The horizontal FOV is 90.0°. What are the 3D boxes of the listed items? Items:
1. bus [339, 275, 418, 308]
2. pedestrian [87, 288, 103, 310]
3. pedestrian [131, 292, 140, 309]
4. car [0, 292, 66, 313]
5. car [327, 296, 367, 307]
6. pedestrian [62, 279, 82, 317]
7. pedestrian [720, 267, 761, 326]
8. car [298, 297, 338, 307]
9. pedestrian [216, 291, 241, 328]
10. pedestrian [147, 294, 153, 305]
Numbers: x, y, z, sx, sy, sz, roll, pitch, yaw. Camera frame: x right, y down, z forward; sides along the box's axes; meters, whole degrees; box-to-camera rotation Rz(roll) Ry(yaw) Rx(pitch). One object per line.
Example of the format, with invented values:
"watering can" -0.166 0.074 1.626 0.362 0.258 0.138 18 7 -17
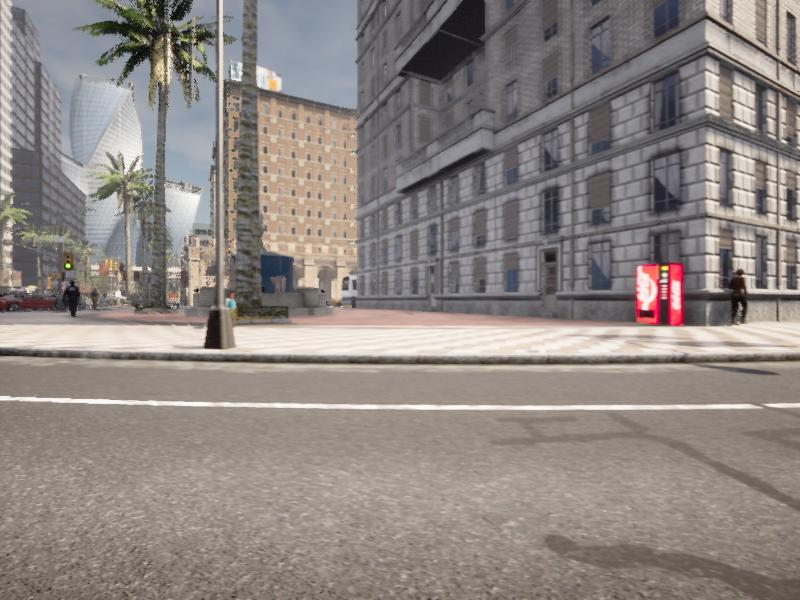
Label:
"bus" -2.956 -1.100 55.759 10.273 4.253 3.944 0 0 -27
"pedestrian" -25.535 -0.088 33.500 0.751 1.860 0.751 0 0 17
"pedestrian" -28.502 0.071 43.096 0.751 1.860 0.751 0 0 -35
"car" -31.211 0.209 33.313 2.152 1.651 5.027 0 0 11
"car" -7.514 0.237 57.219 5.366 1.575 1.801 0 0 -27
"pedestrian" -16.279 -0.098 19.884 0.751 1.860 0.751 0 0 -39
"pedestrian" 11.005 -0.110 12.948 0.751 1.860 0.751 0 0 -21
"car" -12.071 0.333 58.810 5.357 1.411 2.033 0 0 -27
"pedestrian" -5.220 0.274 12.220 0.500 1.100 0.500 0 0 15
"pedestrian" -40.318 -0.066 64.618 0.751 1.860 0.751 0 0 -27
